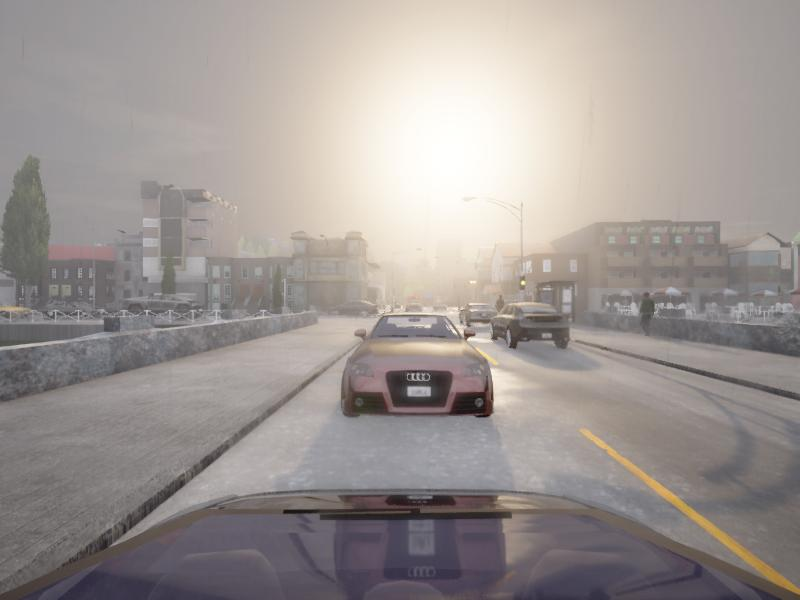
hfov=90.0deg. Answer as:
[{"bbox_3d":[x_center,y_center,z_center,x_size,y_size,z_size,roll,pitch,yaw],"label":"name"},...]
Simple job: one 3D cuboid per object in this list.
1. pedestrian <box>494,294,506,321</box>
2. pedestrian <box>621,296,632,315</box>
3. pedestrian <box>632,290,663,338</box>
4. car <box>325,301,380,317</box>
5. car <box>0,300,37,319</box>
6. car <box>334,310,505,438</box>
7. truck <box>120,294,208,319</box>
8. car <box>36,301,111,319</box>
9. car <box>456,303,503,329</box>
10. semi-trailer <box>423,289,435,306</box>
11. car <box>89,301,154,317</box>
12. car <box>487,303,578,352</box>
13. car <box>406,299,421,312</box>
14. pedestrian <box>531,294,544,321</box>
[{"bbox_3d":[7.233,0.533,28.901,0.751,1.860,0.751,0,0,19],"label":"pedestrian"},{"bbox_3d":[23.223,0.557,41.013,0.751,1.860,0.751,0,0,-20],"label":"pedestrian"},{"bbox_3d":[9.832,0.533,15.919,0.751,1.860,0.751,0,0,2],"label":"pedestrian"},{"bbox_3d":[-4.529,0.844,38.152,4.892,1.490,1.837,0,-1,10],"label":"car"},{"bbox_3d":[-35.539,0.801,35.340,5.366,1.575,1.801,0,0,2],"label":"car"},{"bbox_3d":[0.239,0.907,6.750,1.994,1.385,4.181,0,0,0],"label":"car"},{"bbox_3d":[-20.415,0.542,34.832,6.274,2.098,2.390,0,0,2],"label":"truck"},{"bbox_3d":[-28.550,0.836,35.105,4.902,1.511,2.128,0,0,2],"label":"car"},{"bbox_3d":[4.842,0.895,25.096,2.033,1.411,5.357,0,0,2],"label":"car"},{"bbox_3d":[7.632,-0.620,108.133,2.717,4.402,14.254,0,0,2],"label":"semi-trailer"},{"bbox_3d":[-27.132,0.836,39.059,4.902,1.511,2.128,0,0,2],"label":"car"},{"bbox_3d":[4.520,0.843,14.510,1.837,1.490,4.892,0,0,2],"label":"car"},{"bbox_3d":[1.929,0.694,56.940,2.097,1.767,4.553,0,0,2],"label":"car"},{"bbox_3d":[9.647,0.533,28.101,0.751,1.860,0.751,0,0,9],"label":"pedestrian"}]
